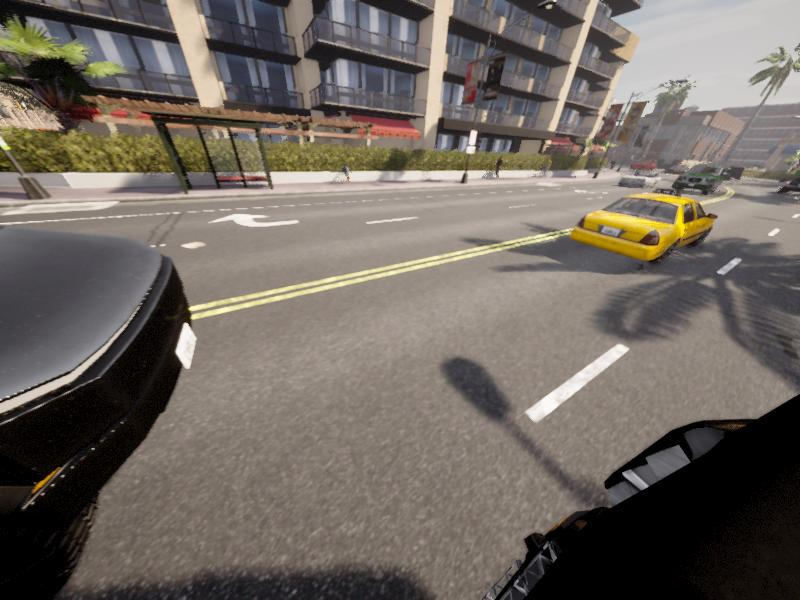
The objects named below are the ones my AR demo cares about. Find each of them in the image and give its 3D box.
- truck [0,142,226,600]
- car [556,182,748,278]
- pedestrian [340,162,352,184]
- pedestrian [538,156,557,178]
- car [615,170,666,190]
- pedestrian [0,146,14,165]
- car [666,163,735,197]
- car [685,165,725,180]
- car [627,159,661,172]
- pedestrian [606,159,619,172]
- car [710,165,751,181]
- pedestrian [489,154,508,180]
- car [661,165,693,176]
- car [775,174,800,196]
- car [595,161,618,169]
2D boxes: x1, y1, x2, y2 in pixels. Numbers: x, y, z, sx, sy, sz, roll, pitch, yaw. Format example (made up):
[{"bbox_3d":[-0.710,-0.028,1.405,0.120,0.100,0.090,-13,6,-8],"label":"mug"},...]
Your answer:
[{"bbox_3d":[-4.514,0.853,0.441,6.274,2.098,2.390,-16,38,-26],"label":"truck"},{"bbox_3d":[7.096,-2.248,6.467,5.366,1.575,1.801,-16,38,-26],"label":"car"},{"bbox_3d":[-3.291,-7.706,14.053,0.500,1.100,0.500,-14,37,-24],"label":"pedestrian"},{"bbox_3d":[14.807,-13.354,23.255,0.751,1.860,0.751,-12,36,-22],"label":"pedestrian"},{"bbox_3d":[21.985,-11.023,21.102,4.718,1.301,1.895,-19,39,-29],"label":"car"},{"bbox_3d":[-25.850,-9.563,14.478,0.751,1.860,0.751,-17,38,-27],"label":"pedestrian"},{"bbox_3d":[24.738,-9.936,18.986,5.566,2.045,2.150,-19,39,-30],"label":"car"},{"bbox_3d":[49.002,-20.609,37.277,2.242,1.667,4.611,19,37,23],"label":"car"},{"bbox_3d":[55.796,-30.877,52.965,2.150,2.045,5.566,5,34,4],"label":"car"},{"bbox_3d":[36.255,-22.958,39.375,0.751,1.860,0.751,-22,41,-32],"label":"pedestrian"},{"bbox_3d":[52.872,-20.417,37.074,1.905,1.878,3.866,18,37,22],"label":"car"},{"bbox_3d":[8.406,-11.317,19.696,0.751,1.860,0.751,-15,37,-25],"label":"pedestrian"},{"bbox_3d":[53.325,-25.062,44.580,1.994,1.385,4.181,13,35,15],"label":"car"},{"bbox_3d":[37.684,-10.767,21.610,3.988,1.617,1.851,-16,38,-26],"label":"car"},{"bbox_3d":[48.972,-32.083,54.863,1.970,1.475,3.806,5,34,4],"label":"car"}]
